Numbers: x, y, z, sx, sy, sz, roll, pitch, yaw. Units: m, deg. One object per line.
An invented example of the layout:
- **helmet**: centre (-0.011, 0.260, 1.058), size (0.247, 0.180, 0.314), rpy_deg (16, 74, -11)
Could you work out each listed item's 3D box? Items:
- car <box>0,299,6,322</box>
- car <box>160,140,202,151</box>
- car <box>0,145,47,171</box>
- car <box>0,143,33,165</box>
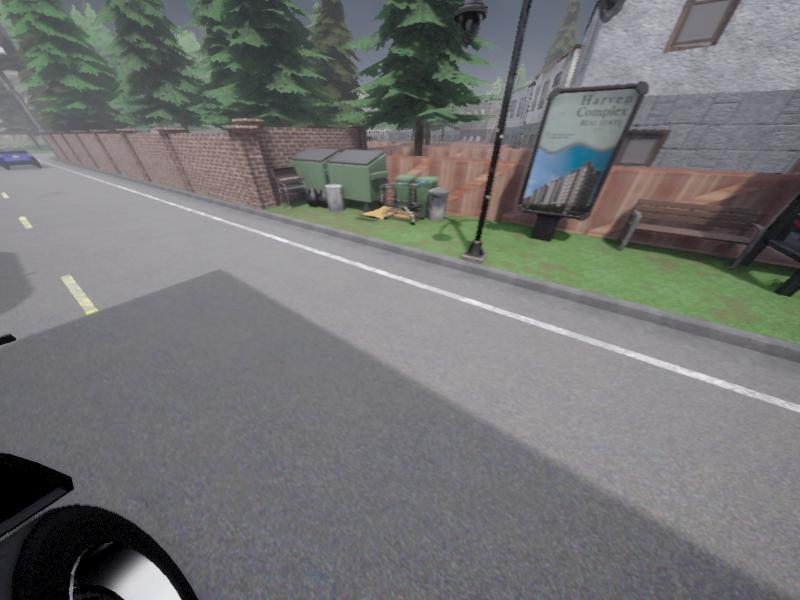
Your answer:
- **car**: centre (-8.162, -0.431, 3.265), size (4.181, 1.385, 1.994), rpy_deg (20, 40, 26)
- **car**: centre (-37.341, -26.450, 39.471), size (1.812, 1.442, 4.674), rpy_deg (20, 40, 26)
- **car**: centre (-31.488, -11.669, 18.854), size (4.514, 1.525, 2.007), rpy_deg (21, 40, 26)
- **car**: centre (-36.881, -13.706, 21.674), size (3.705, 1.549, 1.789), rpy_deg (21, 40, 26)
